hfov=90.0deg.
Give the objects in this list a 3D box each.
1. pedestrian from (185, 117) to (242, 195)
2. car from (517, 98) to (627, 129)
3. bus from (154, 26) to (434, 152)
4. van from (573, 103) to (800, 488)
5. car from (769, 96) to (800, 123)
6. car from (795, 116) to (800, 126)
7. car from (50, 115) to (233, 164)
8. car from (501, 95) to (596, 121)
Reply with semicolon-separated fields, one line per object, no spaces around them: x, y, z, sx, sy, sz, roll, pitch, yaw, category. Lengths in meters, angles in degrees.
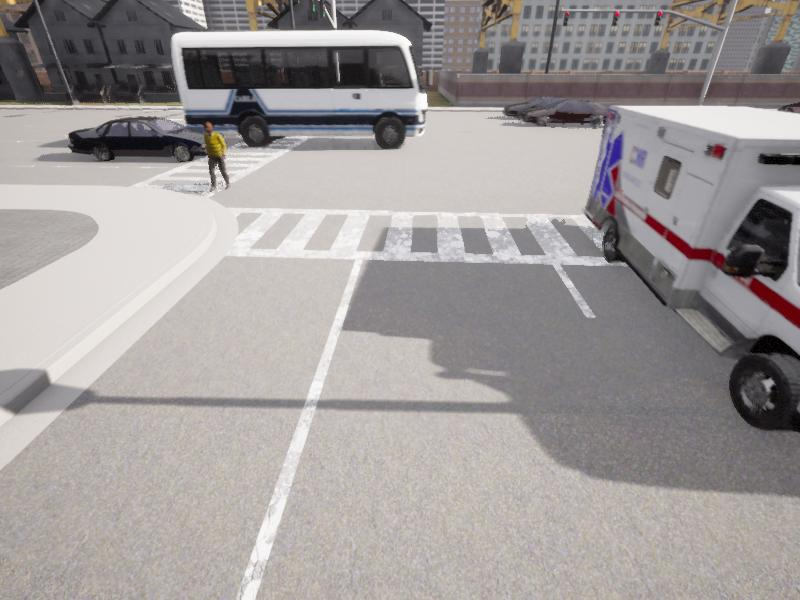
-4.940;-3.835;10.694;0.751;1.860;0.751;3;30;5;pedestrian
9.835;-10.874;23.260;5.357;1.411;2.033;2;30;3;car
-3.802;-8.992;17.209;10.273;4.253;3.944;1;30;3;bus
4.604;-1.019;5.357;2.351;2.431;6.366;3;30;6;van
26.787;-12.181;25.525;4.181;1.385;1.994;2;30;3;car
25.907;-10.491;22.504;4.892;1.490;1.837;1;30;3;car
-9.456;-6.078;15.047;5.357;1.411;2.033;1;30;2;car
9.592;-12.647;26.297;5.357;1.411;2.033;2;30;3;car
